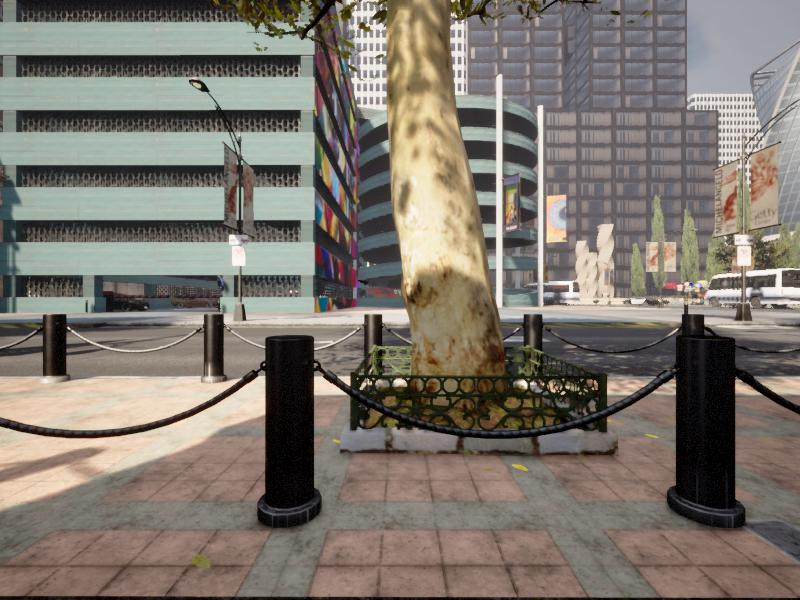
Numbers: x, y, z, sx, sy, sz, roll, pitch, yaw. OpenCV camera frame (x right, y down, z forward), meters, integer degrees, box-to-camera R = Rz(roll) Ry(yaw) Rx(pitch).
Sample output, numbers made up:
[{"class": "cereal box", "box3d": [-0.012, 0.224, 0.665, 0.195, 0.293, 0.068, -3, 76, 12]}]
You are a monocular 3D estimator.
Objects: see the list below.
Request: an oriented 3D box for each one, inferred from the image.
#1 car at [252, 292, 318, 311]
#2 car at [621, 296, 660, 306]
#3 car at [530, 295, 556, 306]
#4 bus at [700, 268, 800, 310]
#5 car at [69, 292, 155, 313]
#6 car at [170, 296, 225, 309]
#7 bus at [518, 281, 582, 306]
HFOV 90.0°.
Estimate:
[{"class": "car", "box3d": [-9.593, 0.117, 33.684, 4.902, 1.511, 2.128, 0, 0, 0]}, {"class": "car", "box3d": [37.660, 0.196, 62.784, 2.038, 1.542, 4.974, 0, 0, -21]}, {"class": "car", "box3d": [25.153, 0.057, 70.611, 1.905, 1.878, 3.866, 0, 0, -39]}, {"class": "bus", "box3d": [40.419, -1.136, 46.108, 3.944, 4.253, 10.273, 0, 0, -1]}, {"class": "car", "box3d": [-21.193, 0.157, 29.591, 4.786, 1.482, 2.161, 0, 0, 0]}, {"class": "car", "box3d": [-20.752, 0.207, 41.191, 4.718, 1.301, 1.895, 0, 0, 0]}, {"class": "bus", "box3d": [27.275, -1.139, 73.335, 3.944, 4.253, 10.273, 0, 0, -43]}]
